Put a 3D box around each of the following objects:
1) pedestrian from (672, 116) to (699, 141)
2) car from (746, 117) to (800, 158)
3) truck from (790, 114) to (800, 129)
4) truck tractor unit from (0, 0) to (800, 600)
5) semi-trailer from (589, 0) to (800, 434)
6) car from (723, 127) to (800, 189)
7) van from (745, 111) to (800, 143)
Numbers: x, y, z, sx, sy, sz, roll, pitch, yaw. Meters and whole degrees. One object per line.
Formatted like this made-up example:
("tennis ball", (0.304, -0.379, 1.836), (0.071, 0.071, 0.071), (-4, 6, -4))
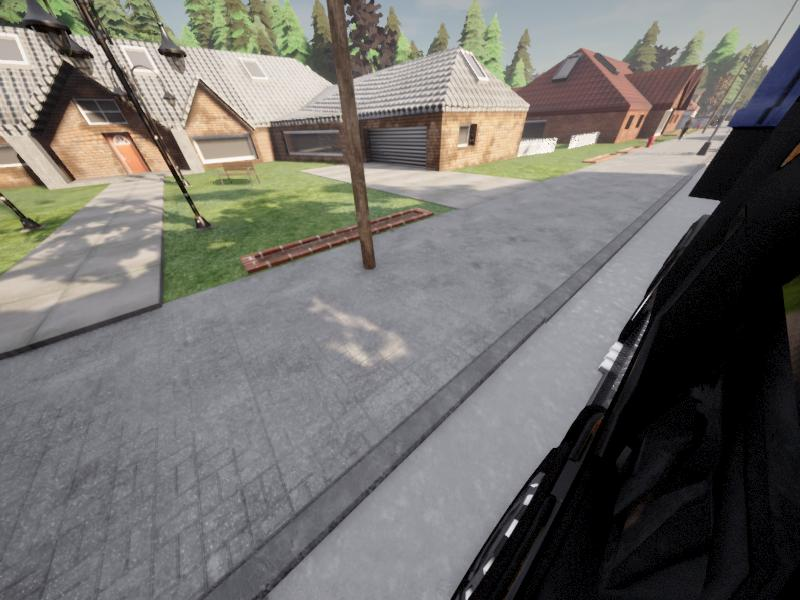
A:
("pedestrian", (26.435, -15.852, 21.406), (0.751, 1.860, 0.751), (-29, 44, -30))
("car", (23.164, -9.494, 13.382), (2.097, 1.767, 4.553), (24, 44, 31))
("truck", (57.642, -25.868, 31.416), (8.468, 3.827, 2.891), (-28, 43, -29))
("truck tractor unit", (2.645, -0.295, 0.351), (6.516, 4.208, 3.053), (-28, 44, -30))
("semi-trailer", (9.288, -3.121, 3.538), (14.254, 4.402, 2.717), (-21, 41, -22))
("car", (15.004, -5.735, 9.070), (5.366, 1.575, 1.801), (-26, 42, -28))
("van", (32.287, -14.936, 19.883), (4.480, 2.038, 2.069), (-28, 43, -30))
